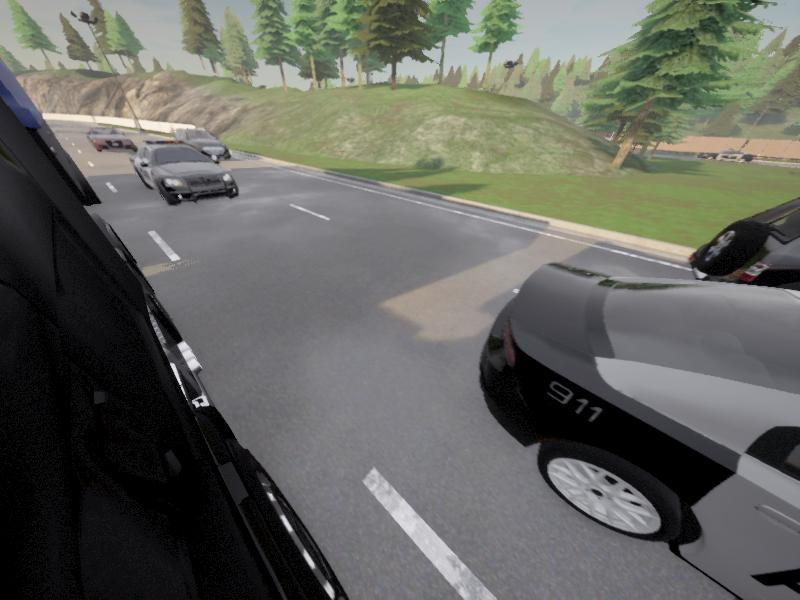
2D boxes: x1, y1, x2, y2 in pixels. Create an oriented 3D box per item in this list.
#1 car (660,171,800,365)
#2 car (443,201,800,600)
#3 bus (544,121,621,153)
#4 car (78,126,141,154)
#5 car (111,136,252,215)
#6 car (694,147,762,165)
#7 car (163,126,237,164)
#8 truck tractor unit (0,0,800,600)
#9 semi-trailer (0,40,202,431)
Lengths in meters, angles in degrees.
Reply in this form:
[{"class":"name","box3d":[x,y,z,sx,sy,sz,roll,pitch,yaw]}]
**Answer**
[{"class":"car","box3d":[6.493,0.089,2.408,4.605,1.855,1.932,28,44,30]},{"class":"car","box3d":[3.071,1.095,1.032,5.238,1.638,1.930,28,44,30]},{"class":"bus","box3d":[34.040,-30.779,43.566,10.273,4.253,3.944,28,43,29]},{"class":"car","box3d":[-20.613,-11.376,16.373,4.181,1.385,1.994,28,43,30]},{"class":"car","box3d":[-7.488,-4.472,7.869,4.974,1.542,2.038,28,44,30]},{"class":"car","box3d":[46.396,-20.552,32.883,5.238,1.638,1.930,28,43,30]},{"class":"car","box3d":[-13.118,-10.232,15.123,4.856,1.649,2.033,28,43,30]},{"class":"truck tractor unit","box3d":[-2.645,-0.295,0.351,6.516,4.208,3.053,28,44,30]},{"class":"semi-trailer","box3d":[-8.713,-3.599,4.207,14.254,4.402,2.717,28,44,30]}]
